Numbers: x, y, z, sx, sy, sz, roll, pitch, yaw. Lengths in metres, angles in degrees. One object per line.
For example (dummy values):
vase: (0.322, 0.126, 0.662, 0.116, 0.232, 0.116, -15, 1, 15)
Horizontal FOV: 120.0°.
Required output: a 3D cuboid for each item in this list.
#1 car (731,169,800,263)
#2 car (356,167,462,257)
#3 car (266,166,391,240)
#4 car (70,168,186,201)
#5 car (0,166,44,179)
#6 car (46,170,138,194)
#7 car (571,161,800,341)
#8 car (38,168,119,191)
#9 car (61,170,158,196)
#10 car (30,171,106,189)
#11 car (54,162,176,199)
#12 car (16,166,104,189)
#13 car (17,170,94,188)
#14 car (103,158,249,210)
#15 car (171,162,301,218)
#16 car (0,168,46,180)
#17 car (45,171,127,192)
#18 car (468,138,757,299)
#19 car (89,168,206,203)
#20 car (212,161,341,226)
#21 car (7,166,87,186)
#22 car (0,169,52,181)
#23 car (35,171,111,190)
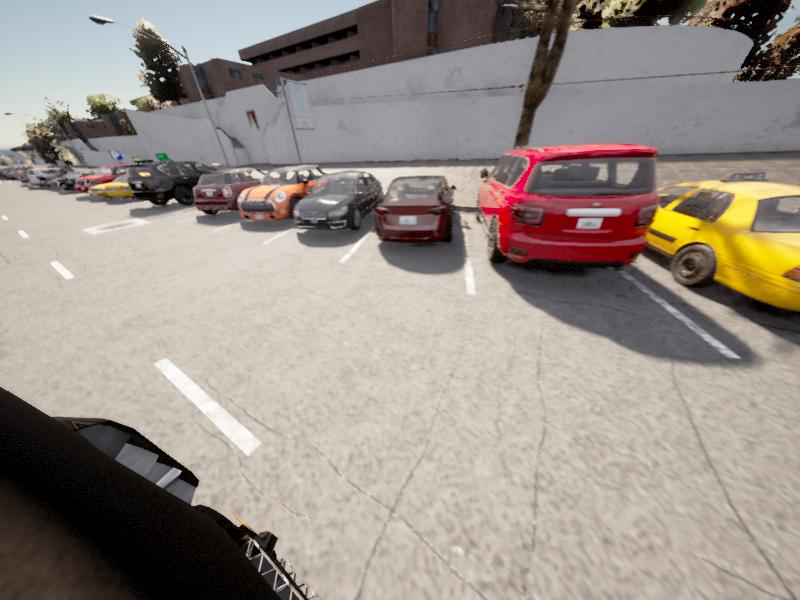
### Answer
car: (8.340, -0.687, 2.973, 2.002, 1.452, 4.674, 4, 34, 10)
car: (0.608, -2.984, 7.012, 2.163, 1.488, 4.792, 4, 34, 10)
car: (-1.967, -3.746, 8.313, 2.231, 1.521, 4.892, 4, 34, 10)
car: (-20.054, -8.864, 17.543, 1.946, 1.575, 5.366, 4, 34, 10)
car: (-79.334, -26.644, 48.331, 1.878, 1.987, 4.442, 4, 34, 10)
car: (-30.340, -11.901, 23.087, 2.097, 1.535, 5.008, 3, 33, 11)
car: (5.797, -1.585, 4.446, 1.946, 1.575, 5.366, 4, 34, 10)
car: (-35.491, -13.502, 25.742, 2.185, 1.767, 4.553, 4, 34, 10)
car: (-25.179, -10.395, 20.385, 2.163, 1.488, 4.792, 4, 34, 10)
car: (-40.654, -14.861, 28.514, 2.163, 1.488, 4.792, 4, 34, 10)
car: (-22.611, -9.894, 18.884, 2.435, 2.045, 5.566, 4, 34, 10)
car: (-43.243, -15.844, 29.699, 2.435, 2.045, 5.566, 4, 34, 10)
car: (-45.850, -16.276, 30.997, 1.946, 1.575, 5.366, 4, 34, 10)
car: (-12.301, -6.965, 13.553, 2.435, 2.045, 5.566, 4, 34, 10)
car: (-7.145, -5.334, 10.890, 2.185, 1.767, 4.553, 4, 34, 10)
car: (-76.791, -25.710, 46.951, 2.185, 1.767, 4.553, 4, 34, 10)
car: (-32.911, -12.609, 24.463, 2.002, 1.452, 4.674, 4, 34, 10)
car: (3.178, -2.463, 5.521, 2.435, 2.045, 5.566, 4, 34, 10)
car: (-17.414, -8.326, 16.504, 1.946, 1.575, 5.366, 4, 33, 10)
car: (-4.547, -4.618, 9.603, 2.185, 1.767, 4.553, 4, 34, 10)
car: (-50.989, -18.086, 33.653, 2.435, 2.045, 5.566, 5, 34, 10)
car: (-71.633, -24.037, 44.400, 2.163, 1.488, 4.792, 5, 34, 10)
car: (-38.066, -14.086, 27.154, 2.002, 1.452, 4.674, 4, 34, 10)
